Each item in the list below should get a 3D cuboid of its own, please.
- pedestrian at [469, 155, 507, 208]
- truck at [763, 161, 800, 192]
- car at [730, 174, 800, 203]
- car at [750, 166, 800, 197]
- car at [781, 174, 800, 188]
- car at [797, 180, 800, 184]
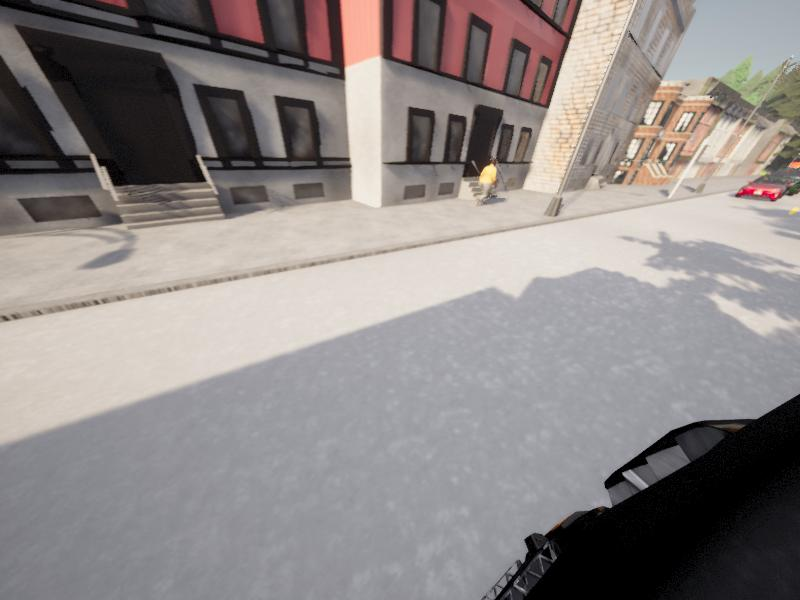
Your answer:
[{"bbox_3d":[3.608,-4.882,9.560,0.751,1.860,0.751,-15,38,-25],"label":"pedestrian"},{"bbox_3d":[41.432,-12.806,23.959,5.204,2.467,2.627,-16,38,-26],"label":"truck"},{"bbox_3d":[26.943,-8.277,16.944,4.514,1.525,2.007,-16,38,-26],"label":"car"},{"bbox_3d":[34.042,-10.529,20.380,5.566,2.045,2.150,-16,38,-26],"label":"car"},{"bbox_3d":[48.317,-14.282,27.745,4.718,1.301,1.895,-16,38,-26],"label":"car"},{"bbox_3d":[65.678,-19.132,36.541,4.792,1.488,2.163,-16,38,-26],"label":"car"}]
